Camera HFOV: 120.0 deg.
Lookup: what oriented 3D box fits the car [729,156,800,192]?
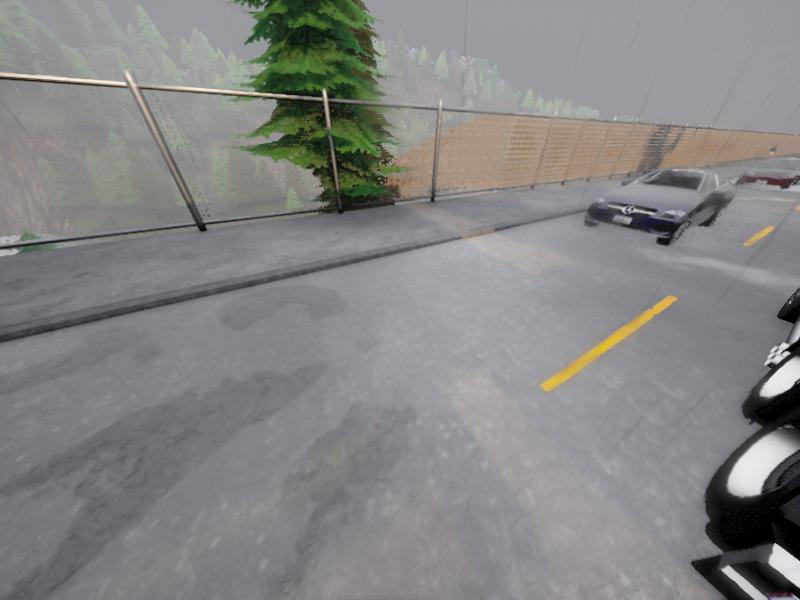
[{"bbox_3d":[23.057,-7.819,14.139,4.792,1.488,2.163,-18,39,-24],"label":"car"}]

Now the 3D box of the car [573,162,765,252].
[{"bbox_3d":[8.232,-3.129,7.144,5.027,1.651,2.152,-18,39,-24],"label":"car"}]

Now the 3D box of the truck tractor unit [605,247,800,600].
[{"bbox_3d":[5.078,-0.333,0.820,6.516,4.208,3.053,-20,40,-25],"label":"truck tractor unit"}]
